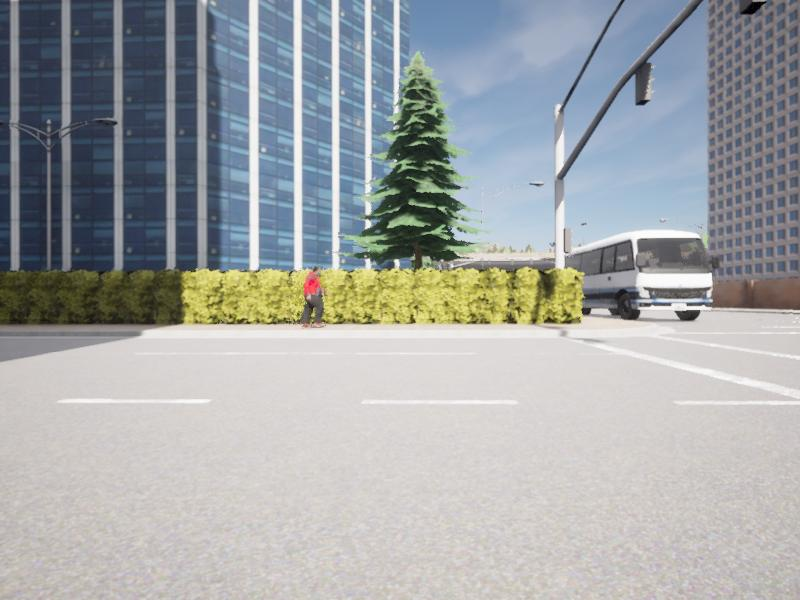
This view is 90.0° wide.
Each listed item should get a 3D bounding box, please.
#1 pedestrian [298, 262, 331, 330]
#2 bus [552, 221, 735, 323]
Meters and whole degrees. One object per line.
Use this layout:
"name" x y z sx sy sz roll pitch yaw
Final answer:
"pedestrian" -2.442 -0.111 11.477 0.751 1.860 0.751 0 0 5
"bus" 12.101 -1.170 21.841 3.944 4.253 10.273 0 0 2
